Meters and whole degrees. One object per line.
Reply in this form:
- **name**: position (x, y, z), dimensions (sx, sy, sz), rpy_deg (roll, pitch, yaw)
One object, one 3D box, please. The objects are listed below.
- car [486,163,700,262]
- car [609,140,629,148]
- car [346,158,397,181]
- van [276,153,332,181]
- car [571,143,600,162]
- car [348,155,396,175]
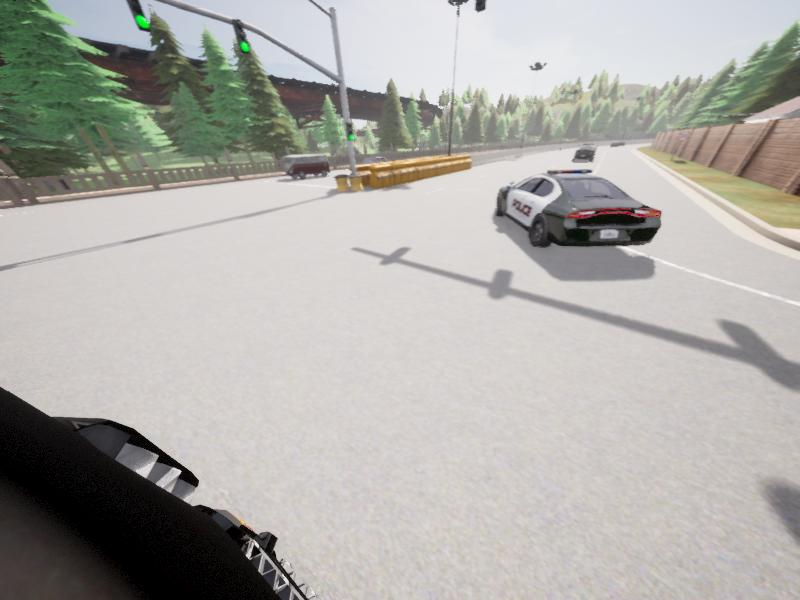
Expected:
- **car**: position (4.280, -2.814, 6.526), dimensions (2.038, 1.542, 4.974), rpy_deg (0, 33, 3)
- **car**: position (54.931, -39.231, 57.961), dimensions (4.902, 1.511, 2.128), rpy_deg (-23, 38, -28)
- **car**: position (-2.383, -11.546, 20.377), dimensions (1.994, 1.385, 4.181), rpy_deg (21, 40, 31)
- **van**: position (-9.167, -13.029, 22.558), dimensions (1.775, 1.987, 4.442), rpy_deg (21, 40, 31)
- **car**: position (22.043, -17.551, 27.421), dimensions (1.930, 1.638, 5.238), rpy_deg (21, 40, 31)
- **car**: position (-2.857, -14.452, 24.679), dimensions (2.128, 1.511, 4.902), rpy_deg (21, 40, 31)
